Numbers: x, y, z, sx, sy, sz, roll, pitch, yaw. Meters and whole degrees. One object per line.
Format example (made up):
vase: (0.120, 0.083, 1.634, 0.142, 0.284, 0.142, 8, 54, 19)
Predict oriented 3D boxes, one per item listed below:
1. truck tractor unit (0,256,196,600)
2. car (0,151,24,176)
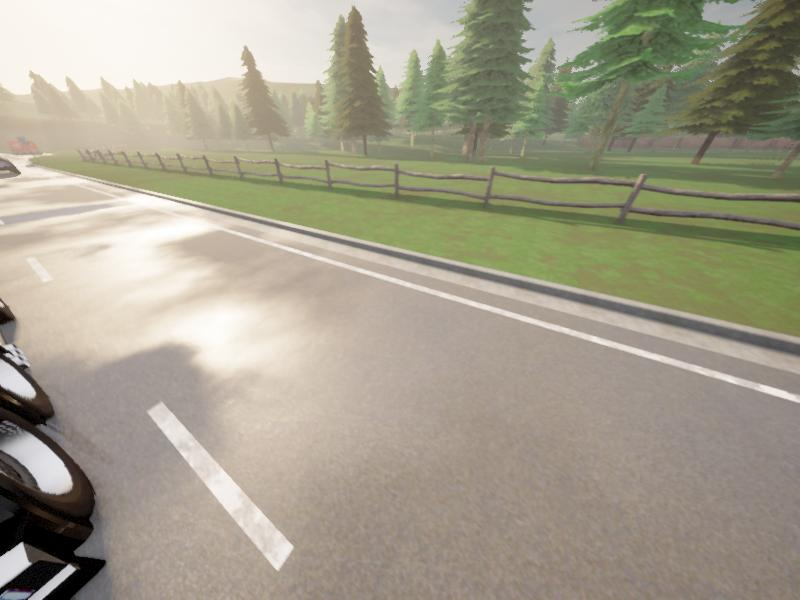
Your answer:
truck tractor unit: (-5.100, -0.313, 0.797, 6.516, 4.208, 3.053, 19, 39, 25)
car: (-34.552, -11.572, 19.478, 4.856, 1.649, 2.033, 19, 39, 25)
